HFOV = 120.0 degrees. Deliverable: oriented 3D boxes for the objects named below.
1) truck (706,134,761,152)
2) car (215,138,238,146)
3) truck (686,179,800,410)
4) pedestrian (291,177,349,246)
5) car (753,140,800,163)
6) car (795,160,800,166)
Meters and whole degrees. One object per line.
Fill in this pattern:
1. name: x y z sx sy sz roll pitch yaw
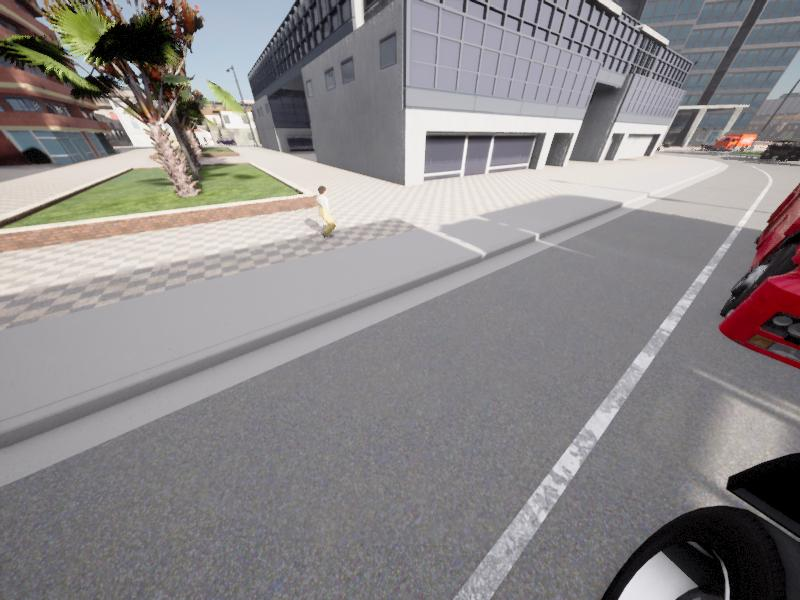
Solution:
1. truck: 56.627 -26.715 39.336 5.204 2.467 2.627 -8 36 -10
2. car: -38.431 -35.029 51.171 3.633 1.501 1.845 -22 40 -28
3. truck: 7.861 -1.570 2.780 8.468 3.827 2.891 -22 41 -28
4. pedestrian: -1.836 -2.086 5.440 0.751 1.300 0.751 22 41 28
5. car: 40.943 -15.549 24.085 1.905 1.878 3.866 3 35 5
6. car: 38.081 -11.819 18.671 2.150 2.045 5.566 -8 36 -10
